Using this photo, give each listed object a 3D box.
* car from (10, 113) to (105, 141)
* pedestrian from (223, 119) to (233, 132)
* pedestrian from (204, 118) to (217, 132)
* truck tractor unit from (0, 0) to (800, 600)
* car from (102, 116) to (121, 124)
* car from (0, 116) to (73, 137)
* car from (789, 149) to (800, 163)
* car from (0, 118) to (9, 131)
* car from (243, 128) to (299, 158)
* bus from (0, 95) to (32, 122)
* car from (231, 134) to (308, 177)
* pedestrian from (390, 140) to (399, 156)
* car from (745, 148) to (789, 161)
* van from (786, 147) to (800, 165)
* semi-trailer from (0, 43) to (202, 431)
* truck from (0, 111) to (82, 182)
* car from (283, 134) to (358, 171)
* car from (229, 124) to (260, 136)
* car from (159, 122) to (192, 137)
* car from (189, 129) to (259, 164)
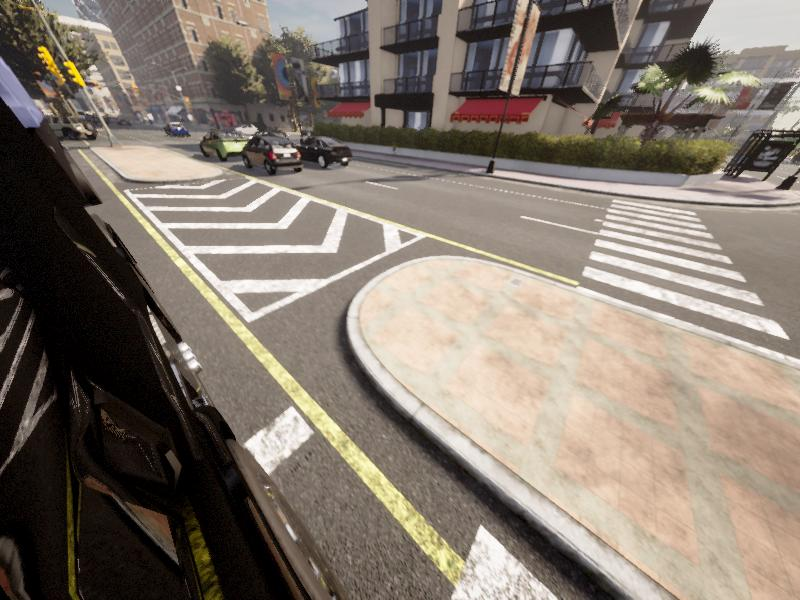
[{"bbox_3d":[-31.311,-15.946,21.330,4.605,1.855,1.932,-2,37,-4],"label":"car"},{"bbox_3d":[-32.636,-33.073,43.729,0.751,1.860,0.751,-5,38,-10],"label":"pedestrian"},{"bbox_3d":[-33.033,-30.488,40.270,0.751,1.860,0.751,13,38,13],"label":"pedestrian"},{"bbox_3d":[-2.645,-0.295,0.351,6.516,4.208,3.053,28,44,30],"label":"truck tractor unit"},{"bbox_3d":[-73.361,-45.836,58.820,4.902,1.511,2.128,28,44,30],"label":"car"},{"bbox_3d":[-37.397,-17.297,23.047,2.038,1.542,4.974,11,38,11],"label":"car"},{"bbox_3d":[61.860,-21.249,33.975,2.150,2.045,5.566,20,40,21],"label":"car"},{"bbox_3d":[-49.055,-21.167,27.467,5.008,1.535,1.882,29,44,29],"label":"car"},{"bbox_3d":[-9.931,-12.104,17.775,3.988,1.617,1.851,28,44,30],"label":"car"},{"bbox_3d":[-83.946,-40.963,49.352,10.273,4.253,3.944,28,44,30],"label":"bus"},{"bbox_3d":[-6.842,-7.689,12.145,3.705,1.549,1.789,28,44,30],"label":"car"},{"bbox_3d":[-0.454,-12.659,19.223,0.500,1.100,0.500,28,44,30],"label":"pedestrian"},{"bbox_3d":[60.928,-24.289,38.495,1.994,1.385,4.181,17,39,18],"label":"car"},{"bbox_3d":[54.924,-19.141,30.793,1.775,1.987,4.442,26,43,27],"label":"van"},{"bbox_3d":[-8.707,-3.601,4.216,14.254,4.402,2.717,28,44,30],"label":"semi-trailer"},{"bbox_3d":[-16.512,-6.779,9.916,6.274,2.098,2.390,28,44,30],"label":"truck"},{"bbox_3d":[-5.083,-9.472,14.670,4.892,1.490,1.837,28,44,30],"label":"car"},{"bbox_3d":[-25.576,-28.066,38.079,1.845,1.501,3.633,28,44,29],"label":"car"},{"bbox_3d":[-29.773,-22.620,30.633,3.806,1.475,1.970,28,44,30],"label":"car"},{"bbox_3d":[-11.583,-10.204,15.217,4.514,1.525,2.007,28,44,30],"label":"car"}]
